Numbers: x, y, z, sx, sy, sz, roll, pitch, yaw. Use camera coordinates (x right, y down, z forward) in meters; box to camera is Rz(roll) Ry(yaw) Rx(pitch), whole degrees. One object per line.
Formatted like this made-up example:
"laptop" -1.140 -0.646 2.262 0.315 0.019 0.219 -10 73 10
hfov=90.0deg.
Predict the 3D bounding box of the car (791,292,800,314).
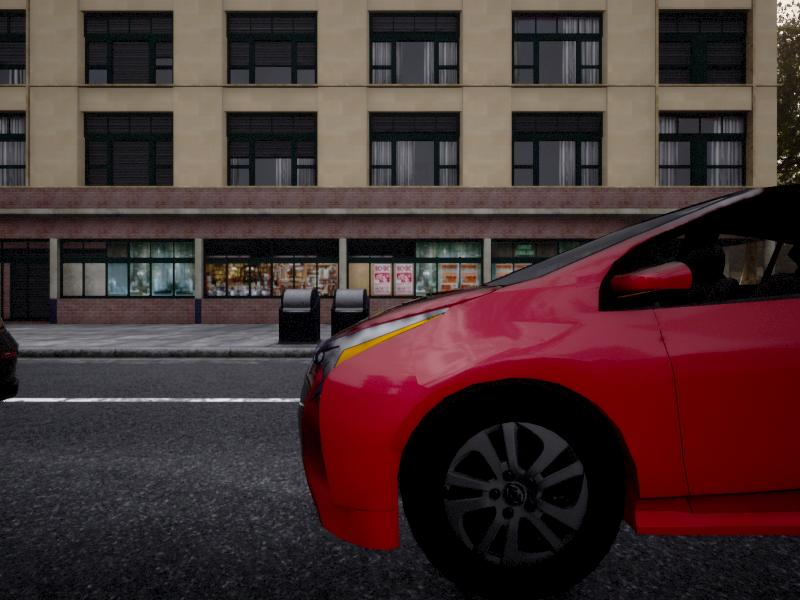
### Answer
"car" 29.894 0.201 26.977 1.801 1.575 5.366 0 0 -1

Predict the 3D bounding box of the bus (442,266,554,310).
"bus" 9.592 -1.135 40.268 10.273 4.253 3.944 0 0 0

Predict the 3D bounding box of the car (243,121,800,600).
"car" 1.791 0.228 2.195 4.514 1.525 2.007 0 0 0

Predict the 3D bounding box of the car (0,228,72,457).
"car" -4.859 0.270 2.172 4.674 1.442 1.812 0 0 0

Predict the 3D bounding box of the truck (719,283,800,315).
"truck" 26.401 -0.058 28.808 2.390 2.098 6.274 0 0 7

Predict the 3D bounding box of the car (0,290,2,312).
"car" -35.536 0.054 32.437 1.932 1.855 4.605 0 0 0
